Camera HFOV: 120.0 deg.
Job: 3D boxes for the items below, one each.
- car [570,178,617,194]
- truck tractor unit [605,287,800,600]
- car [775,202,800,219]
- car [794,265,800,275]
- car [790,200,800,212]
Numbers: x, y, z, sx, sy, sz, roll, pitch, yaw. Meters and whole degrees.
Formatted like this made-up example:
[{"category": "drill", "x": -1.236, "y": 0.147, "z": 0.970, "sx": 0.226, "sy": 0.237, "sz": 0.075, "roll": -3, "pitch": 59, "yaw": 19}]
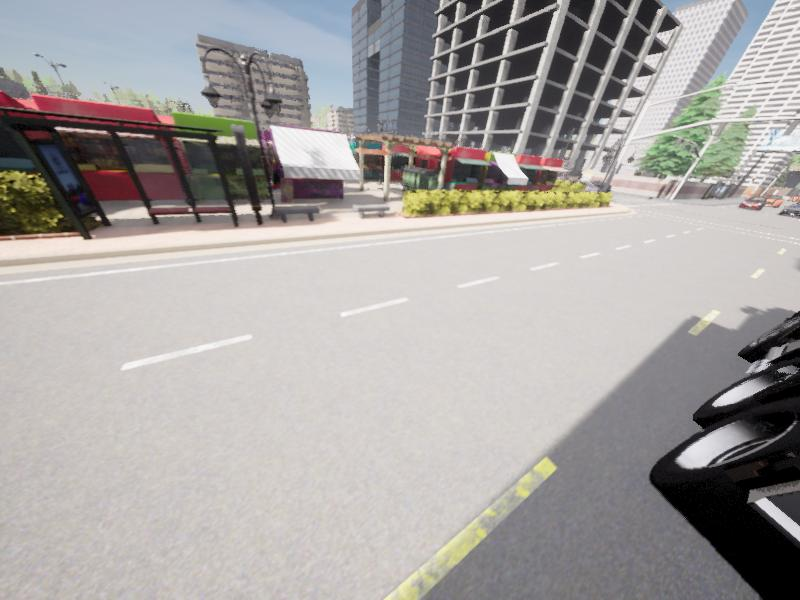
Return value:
[{"category": "car", "x": 29.359, "y": -17.486, "z": 35.314, "sx": 1.882, "sy": 1.535, "sz": 5.008, "roll": -14, "pitch": 37, "yaw": -27}, {"category": "truck tractor unit", "x": 5.395, "y": 0.190, "z": 0.972, "sx": 6.516, "sy": 4.208, "sz": 3.053, "roll": -4, "pitch": 43, "yaw": -31}, {"category": "car", "x": 47.616, "y": -10.759, "z": 27.683, "sx": 5.357, "sy": 1.411, "sz": 2.033, "roll": -14, "pitch": 37, "yaw": -27}, {"category": "car", "x": 17.874, "y": -1.607, "z": 8.831, "sx": 4.902, "sy": 1.511, "sz": 2.128, "roll": -13, "pitch": 37, "yaw": -27}, {"category": "car", "x": 61.825, "y": -14.198, "z": 35.073, "sx": 4.892, "sy": 1.490, "sz": 1.837, "roll": -14, "pitch": 37, "yaw": -26}]
